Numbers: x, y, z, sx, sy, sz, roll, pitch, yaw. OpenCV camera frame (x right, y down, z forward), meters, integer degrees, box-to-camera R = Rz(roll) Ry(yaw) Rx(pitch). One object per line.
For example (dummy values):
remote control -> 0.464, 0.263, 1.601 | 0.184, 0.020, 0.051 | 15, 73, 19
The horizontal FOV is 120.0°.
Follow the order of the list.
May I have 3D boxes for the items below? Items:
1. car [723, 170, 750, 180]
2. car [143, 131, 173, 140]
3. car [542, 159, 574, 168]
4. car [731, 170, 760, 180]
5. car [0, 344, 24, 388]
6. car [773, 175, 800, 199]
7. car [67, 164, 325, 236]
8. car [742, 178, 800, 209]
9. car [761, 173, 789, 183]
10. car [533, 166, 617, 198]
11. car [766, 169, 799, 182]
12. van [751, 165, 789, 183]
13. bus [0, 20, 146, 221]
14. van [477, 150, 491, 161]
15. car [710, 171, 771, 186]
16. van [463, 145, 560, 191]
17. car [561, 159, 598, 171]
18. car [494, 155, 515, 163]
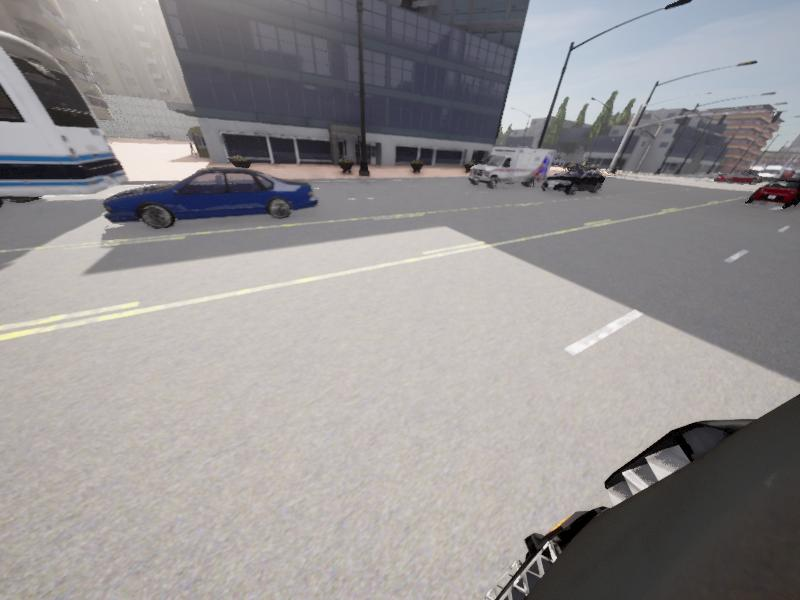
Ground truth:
car -> 63.625, -23.584, 43.728 | 4.193, 1.474, 1.816 | -14, 37, -25
car -> -63.644, -43.356, 60.896 | 4.856, 1.649, 2.033 | -13, 37, -24
car -> 34.239, -29.700, 50.237 | 2.033, 1.411, 5.357 | -14, 37, -25
car -> 69.752, -25.230, 46.619 | 5.238, 1.638, 1.930 | -15, 37, -25
car -> -5.763, 1.190, 0.537 | 4.718, 1.301, 1.895 | -15, 38, -25
car -> 34.709, -9.675, 19.725 | 5.238, 1.638, 1.930 | -15, 37, -25
car -> -5.445, -3.352, 7.295 | 5.357, 1.411, 2.033 | -15, 38, -25
car -> 24.938, -7.045, 15.115 | 4.193, 1.474, 1.816 | -15, 37, -25
car -> 72.270, -23.568, 44.489 | 4.674, 1.442, 1.812 | -15, 38, -24
car -> 11.667, -7.943, 15.411 | 4.902, 1.511, 2.128 | -15, 37, -25
car -> 78.106, -25.431, 47.157 | 5.566, 2.045, 2.150 | -15, 38, -24
van -> 65.968, -22.426, 41.216 | 5.915, 2.561, 1.988 | -14, 37, -25
bus -> -14.564, -4.237, 5.323 | 10.273, 4.253, 3.944 | -15, 37, -25
van -> 25.035, -43.497, 69.266 | 1.988, 2.561, 5.915 | 4, 33, 1
car -> 47.081, -16.922, 32.099 | 4.181, 1.385, 1.994 | 15, 35, 16
van -> 8.021, -9.559, 16.727 | 6.366, 2.431, 2.351 | -15, 38, -25
car -> 34.167, -25.761, 44.096 | 1.882, 1.535, 5.008 | -14, 37, -25
car -> 25.745, -34.755, 57.006 | 1.816, 1.474, 4.193 | -14, 37, -25
